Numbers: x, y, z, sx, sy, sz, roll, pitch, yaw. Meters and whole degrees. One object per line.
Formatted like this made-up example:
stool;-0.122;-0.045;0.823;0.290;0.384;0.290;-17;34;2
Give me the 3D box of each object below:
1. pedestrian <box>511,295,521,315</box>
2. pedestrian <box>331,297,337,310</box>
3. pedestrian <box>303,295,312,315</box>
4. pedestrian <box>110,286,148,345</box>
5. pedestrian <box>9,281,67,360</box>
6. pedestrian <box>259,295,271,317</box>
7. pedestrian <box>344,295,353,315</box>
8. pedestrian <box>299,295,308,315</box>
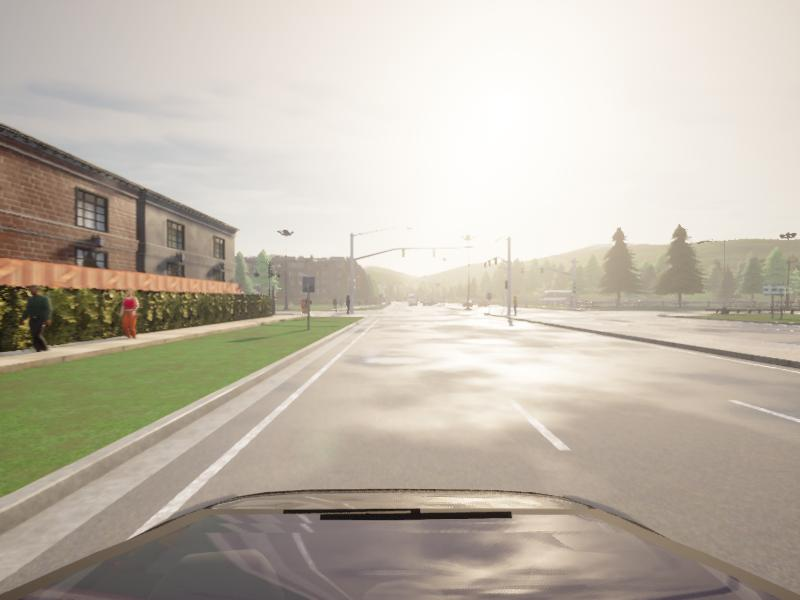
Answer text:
pedestrian;11.061;0.493;38.218;0.751;1.860;0.751;0;0;6
pedestrian;-9.718;0.498;59.047;0.751;1.860;0.751;0;0;-4
pedestrian;-8.846;0.493;38.126;0.751;1.860;0.751;0;0;-20
pedestrian;-8.870;0.488;13.123;0.751;1.860;0.751;0;0;-1
pedestrian;-8.936;0.487;9.900;0.751;1.860;0.751;0;0;0
pedestrian;-11.378;0.492;33.718;0.751;1.860;0.751;0;0;3
pedestrian;-4.816;0.463;37.372;0.751;1.860;0.751;0;0;-5
pedestrian;-9.353;0.494;38.733;0.751;1.860;0.751;0;0;-16
